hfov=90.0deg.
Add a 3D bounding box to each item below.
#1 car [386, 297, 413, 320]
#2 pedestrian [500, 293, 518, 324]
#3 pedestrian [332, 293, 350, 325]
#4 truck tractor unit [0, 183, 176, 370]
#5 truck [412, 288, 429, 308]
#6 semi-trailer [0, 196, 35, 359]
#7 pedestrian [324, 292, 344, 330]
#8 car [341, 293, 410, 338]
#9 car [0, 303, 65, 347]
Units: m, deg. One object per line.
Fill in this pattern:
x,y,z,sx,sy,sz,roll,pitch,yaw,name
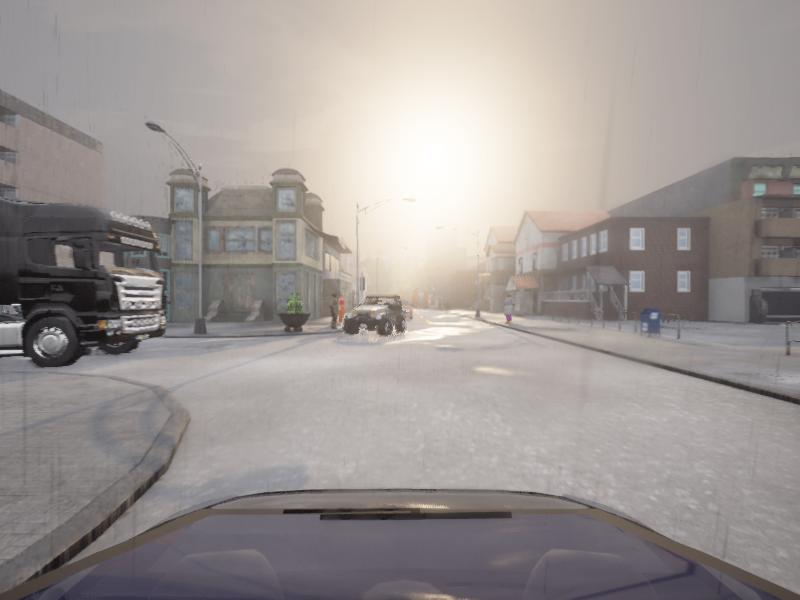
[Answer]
-0.008,0.680,33.276,2.097,1.767,4.553,0,0,0,car
6.674,0.522,24.542,0.751,1.860,0.751,0,0,-37,pedestrian
-3.501,0.523,23.780,0.751,1.860,0.751,0,0,41,pedestrian
-10.005,-0.522,10.488,6.516,4.208,3.053,0,0,-1,truck tractor unit
3.983,-0.360,79.614,2.891,3.827,8.468,0,0,0,truck
-17.921,-0.624,10.429,14.254,4.402,2.717,0,0,0,semi-trailer
-3.317,0.525,20.144,0.751,1.860,0.751,0,0,17,pedestrian
-0.996,0.638,18.637,1.905,1.878,3.866,1,0,18,car
-14.842,0.846,14.467,3.806,1.475,1.970,0,0,0,car
